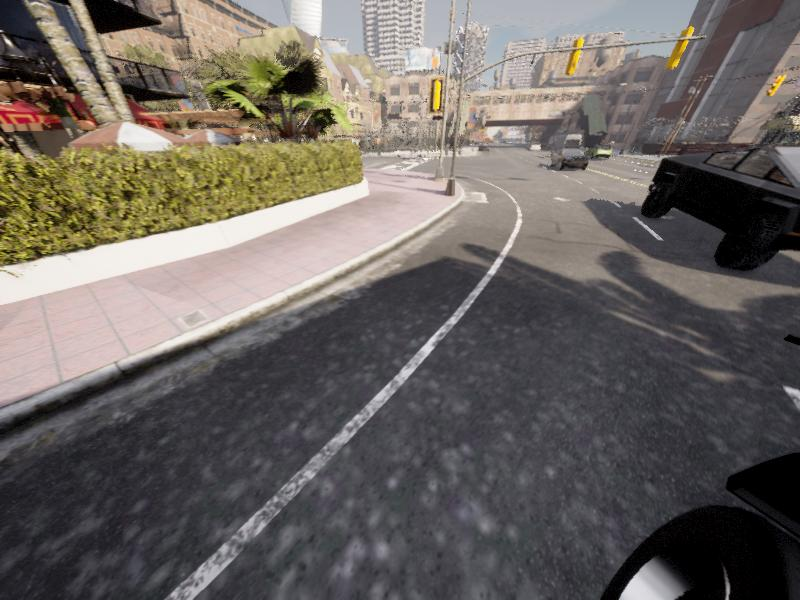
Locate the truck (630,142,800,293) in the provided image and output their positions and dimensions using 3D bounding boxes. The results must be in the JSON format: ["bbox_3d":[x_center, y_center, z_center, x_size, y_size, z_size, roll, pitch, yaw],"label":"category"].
[{"bbox_3d":[8.735,-2.500,5.602,2.390,2.098,6.274,14,37,19],"label":"truck"}]

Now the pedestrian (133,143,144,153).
[{"bbox_3d":[-60.968,-35.468,53.826,0.751,1.860,0.751,9,36,13],"label":"pedestrian"}]

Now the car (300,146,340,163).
[{"bbox_3d":[-9.684,-17.652,28.049,3.988,1.617,1.851,9,36,13],"label":"car"}]

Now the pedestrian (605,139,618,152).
[{"bbox_3d":[34.829,-25.464,38.103,0.751,1.860,0.751,9,36,13],"label":"pedestrian"}]

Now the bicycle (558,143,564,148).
[{"bbox_3d":[39.848,-38.203,57.076,0.373,1.024,1.643,17,37,7],"label":"bicycle"}]

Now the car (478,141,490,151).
[{"bbox_3d":[19.075,-35.274,52.784,2.185,1.767,4.553,9,36,13],"label":"car"}]

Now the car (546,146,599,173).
[{"bbox_3d":[14.449,-12.134,19.753,1.930,1.638,5.238,9,36,13],"label":"car"}]

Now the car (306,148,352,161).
[{"bbox_3d":[-9.454,-19.588,31.012,5.357,1.411,2.033,9,36,13],"label":"car"}]

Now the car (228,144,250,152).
[{"bbox_3d":[-41.763,-39.533,60.063,1.812,1.442,4.674,9,36,13],"label":"car"}]

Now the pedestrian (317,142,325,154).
[{"bbox_3d":[-14.301,-27.441,41.639,0.751,1.860,0.751,11,37,16],"label":"pedestrian"}]

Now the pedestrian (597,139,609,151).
[{"bbox_3d":[36.543,-27.983,41.696,0.751,1.860,0.751,4,35,7],"label":"pedestrian"}]

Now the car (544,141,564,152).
[{"bbox_3d":[31.146,-31.251,46.964,2.033,1.649,4.856,9,36,13],"label":"car"}]

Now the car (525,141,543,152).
[{"bbox_3d":[27.958,-32.111,48.305,2.242,1.667,4.611,9,36,13],"label":"car"}]

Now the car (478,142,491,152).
[{"bbox_3d":[17.460,-31.605,47.759,2.097,1.535,5.008,9,36,13],"label":"car"}]

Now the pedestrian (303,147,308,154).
[{"bbox_3d":[-17.425,-27.537,42.486,0.500,1.100,0.500,11,37,16],"label":"pedestrian"}]

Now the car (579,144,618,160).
[{"bbox_3d":[25.044,-18.861,29.363,2.007,1.525,4.514,9,36,13],"label":"car"}]

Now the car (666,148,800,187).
[{"bbox_3d":[19.707,-8.282,14.166,2.152,1.651,5.027,10,36,14],"label":"car"}]

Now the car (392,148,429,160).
[{"bbox_3d":[1.456,-20.006,31.543,4.718,1.301,1.895,6,35,10],"label":"car"}]

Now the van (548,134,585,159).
[{"bbox_3d":[22.062,-20.574,30.978,1.988,2.561,5.915,9,36,13],"label":"van"}]

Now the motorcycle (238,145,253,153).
[{"bbox_3d":[-34.475,-33.744,51.561,2.356,1.277,0.764,-9,26,-12],"label":"motorcycle"}]
